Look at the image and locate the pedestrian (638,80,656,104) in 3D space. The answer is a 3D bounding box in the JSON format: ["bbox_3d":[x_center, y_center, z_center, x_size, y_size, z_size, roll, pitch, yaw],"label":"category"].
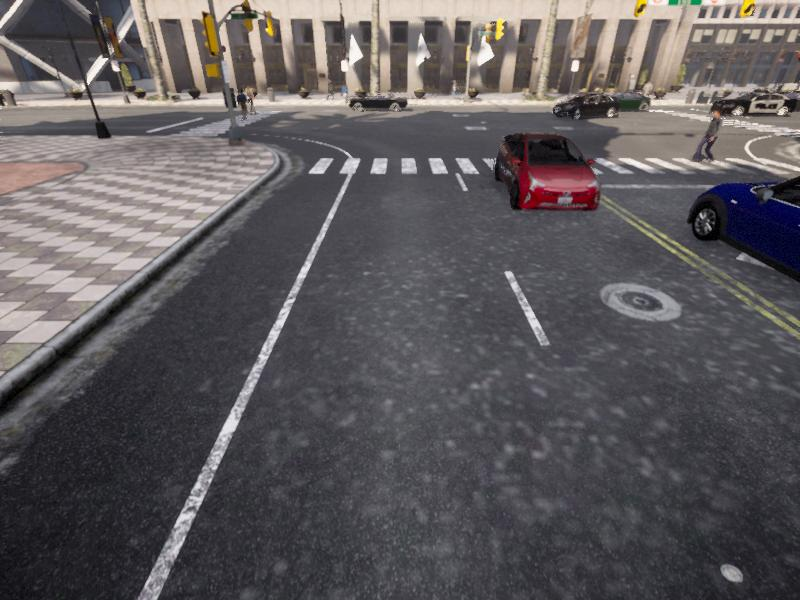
[{"bbox_3d":[22.166,-18.711,35.953,0.751,1.860,0.751,24,38,35],"label":"pedestrian"}]

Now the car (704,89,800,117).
[{"bbox_3d":[25.187,-14.024,28.481,5.238,1.638,1.930,0,30,0],"label":"car"}]

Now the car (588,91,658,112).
[{"bbox_3d":[17.512,-15.699,31.621,4.181,1.385,1.994,0,30,0],"label":"car"}]

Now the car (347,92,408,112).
[{"bbox_3d":[-1.716,-15.740,31.757,4.718,1.301,1.895,0,30,0],"label":"car"}]

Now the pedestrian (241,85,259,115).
[{"bbox_3d":[-10.899,-14.577,29.151,0.751,1.860,0.751,1,30,1],"label":"pedestrian"}]

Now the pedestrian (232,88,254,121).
[{"bbox_3d":[-10.098,-12.611,25.778,0.751,1.860,0.751,0,30,-1],"label":"pedestrian"}]

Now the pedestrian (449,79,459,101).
[{"bbox_3d":[5.278,-20.575,39.145,0.751,1.860,0.751,-1,30,-2],"label":"pedestrian"}]

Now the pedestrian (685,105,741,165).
[{"bbox_3d":[10.989,-5.815,14.125,0.751,1.860,0.751,1,30,1],"label":"pedestrian"}]

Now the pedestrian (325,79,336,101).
[{"bbox_3d":[-6.673,-20.130,38.377,0.751,1.860,0.751,-12,32,-20],"label":"pedestrian"}]

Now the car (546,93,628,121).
[{"bbox_3d":[12.663,-13.168,27.155,4.892,1.490,1.837,-11,31,-18],"label":"car"}]

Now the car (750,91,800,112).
[{"bbox_3d":[31.326,-15.658,31.531,5.357,1.411,2.033,0,30,0],"label":"car"}]

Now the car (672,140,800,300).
[{"bbox_3d":[7.074,-1.286,6.469,2.097,1.767,4.553,0,30,0],"label":"car"}]

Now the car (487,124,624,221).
[{"bbox_3d":[3.768,-3.616,10.730,2.007,1.525,4.514,1,30,2],"label":"car"}]
